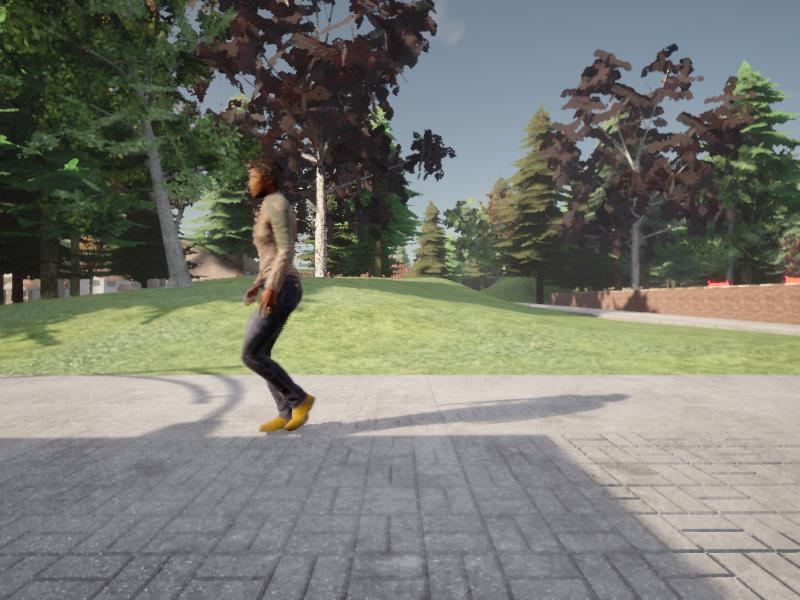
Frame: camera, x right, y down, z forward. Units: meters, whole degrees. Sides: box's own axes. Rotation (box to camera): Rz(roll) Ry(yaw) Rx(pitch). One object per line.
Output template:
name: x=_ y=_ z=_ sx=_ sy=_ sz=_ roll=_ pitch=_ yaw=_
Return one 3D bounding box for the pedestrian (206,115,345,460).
pedestrian: x=-0.792 y=-0.067 z=2.625 sx=0.751 sy=1.860 sz=0.751 roll=0 pitch=0 yaw=-17
